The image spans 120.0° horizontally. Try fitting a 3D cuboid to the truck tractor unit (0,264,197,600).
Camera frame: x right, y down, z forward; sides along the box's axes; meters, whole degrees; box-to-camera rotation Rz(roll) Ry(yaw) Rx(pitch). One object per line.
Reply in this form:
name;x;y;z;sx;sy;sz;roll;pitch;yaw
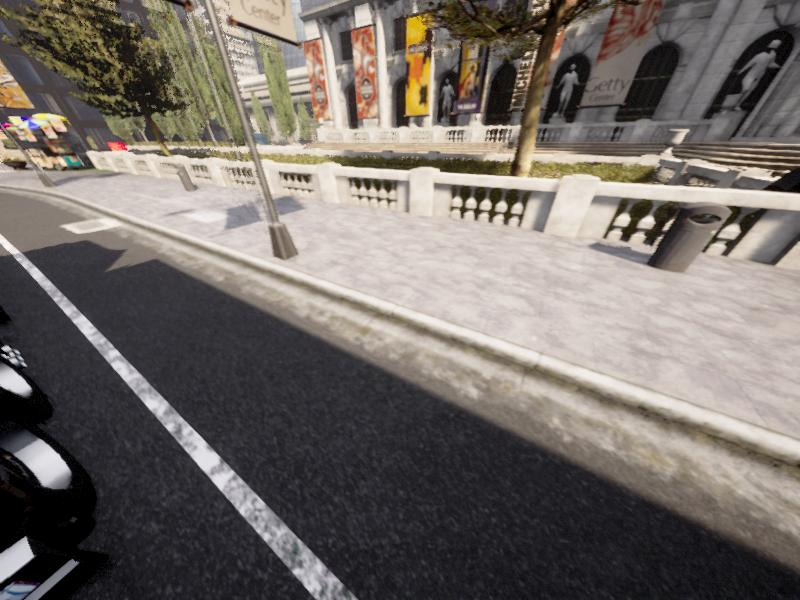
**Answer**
truck tractor unit;-5.115;-0.296;0.779;6.516;4.208;3.053;18;39;24
